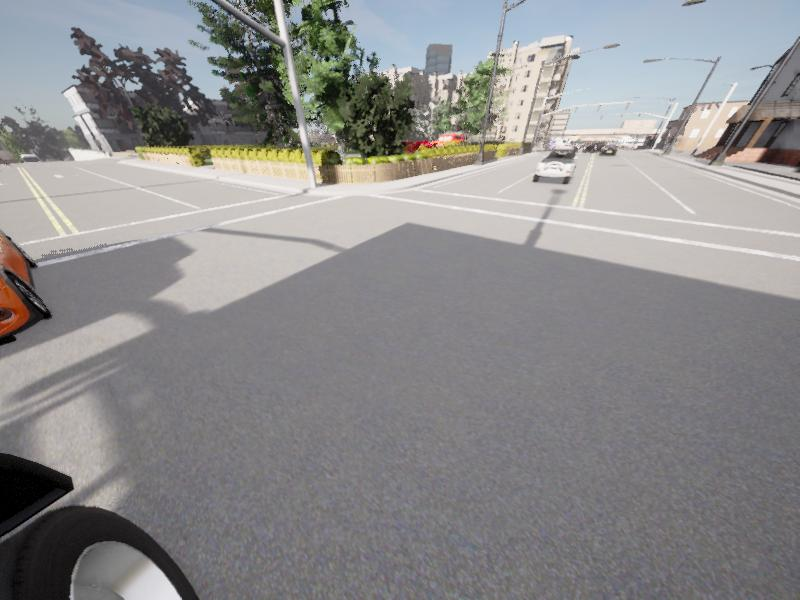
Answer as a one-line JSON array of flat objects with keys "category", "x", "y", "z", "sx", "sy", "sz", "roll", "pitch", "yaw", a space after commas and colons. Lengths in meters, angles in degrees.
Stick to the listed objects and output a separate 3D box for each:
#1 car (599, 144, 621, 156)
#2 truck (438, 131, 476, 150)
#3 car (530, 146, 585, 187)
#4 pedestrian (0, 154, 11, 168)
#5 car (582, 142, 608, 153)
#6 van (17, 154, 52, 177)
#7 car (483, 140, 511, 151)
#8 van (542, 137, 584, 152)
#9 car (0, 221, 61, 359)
[{"category": "car", "x": 33.554, "y": -24.079, "z": 36.987, "sx": 2.038, "sy": 1.542, "sz": 4.974, "roll": 22, "pitch": 40, "yaw": 28}, {"category": "truck", "x": 14.530, "y": -40.936, "z": 59.471, "sx": 8.468, "sy": 3.827, "sz": 2.891, "roll": 22, "pitch": 41, "yaw": 29}, {"category": "car", "x": 10.071, "y": -8.614, "z": 14.645, "sx": 1.932, "sy": 1.855, "sz": 4.605, "roll": 22, "pitch": 40, "yaw": 28}, {"category": "pedestrian", "x": -44.087, "y": -15.582, "z": 25.243, "sx": 0.751, "sy": 1.860, "sz": 0.751, "roll": 25, "pitch": 42, "yaw": 32}, {"category": "car", "x": 37.076, "y": -29.079, "z": 44.049, "sx": 1.851, "sy": 1.617, "sz": 3.988, "roll": 5, "pitch": 35, "yaw": 7}, {"category": "van", "x": -65.085, "y": -24.028, "z": 41.275, "sx": 5.915, "sy": 2.561, "sz": 1.988, "roll": 11, "pitch": 35, "yaw": 35}, {"category": "car", "x": 22.944, "y": -36.756, "z": 54.928, "sx": 5.566, "sy": 2.045, "sz": 2.150, "roll": 22, "pitch": 41, "yaw": 29}, {"category": "van", "x": 34.196, "y": -32.785, "z": 48.735, "sx": 6.366, "sy": 2.431, "sz": 2.351, "roll": 7, "pitch": 35, "yaw": 10}, {"category": "car", "x": -7.262, "y": -0.451, "z": 3.139, "sx": 4.553, "sy": 1.767, "sz": 2.097, "roll": 22, "pitch": 40, "yaw": 28}]
